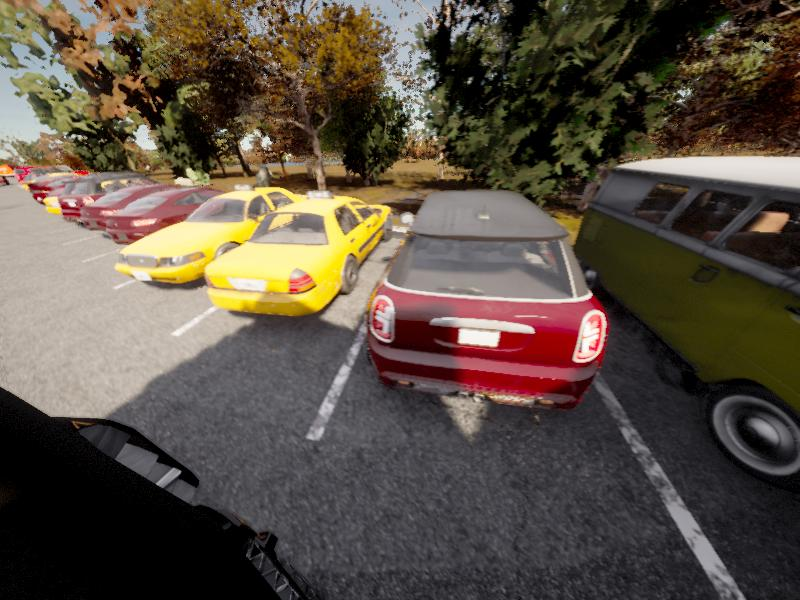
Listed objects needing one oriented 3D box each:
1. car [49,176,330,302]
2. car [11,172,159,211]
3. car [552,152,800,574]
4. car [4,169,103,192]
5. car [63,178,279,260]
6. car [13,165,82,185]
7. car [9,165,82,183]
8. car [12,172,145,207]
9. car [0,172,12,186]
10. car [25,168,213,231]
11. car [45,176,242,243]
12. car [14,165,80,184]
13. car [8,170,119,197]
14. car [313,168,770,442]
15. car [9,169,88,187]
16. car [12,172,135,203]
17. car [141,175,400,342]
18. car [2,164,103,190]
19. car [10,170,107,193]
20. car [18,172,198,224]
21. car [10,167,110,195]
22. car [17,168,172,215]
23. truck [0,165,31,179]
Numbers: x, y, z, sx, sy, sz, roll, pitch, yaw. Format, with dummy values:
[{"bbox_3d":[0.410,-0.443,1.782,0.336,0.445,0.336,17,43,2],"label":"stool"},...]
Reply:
[{"bbox_3d":[-4.095,-2.151,6.139,1.946,1.575,5.366,5,33,10],"label":"car"},{"bbox_3d":[-19.096,-6.955,14.514,2.097,1.535,5.008,6,34,12],"label":"car"},{"bbox_3d":[3.547,-0.135,2.127,1.878,1.987,4.442,4,33,10],"label":"car"},{"bbox_3d":[-36.263,-12.734,24.506,1.946,1.575,5.366,7,34,14],"label":"car"},{"bbox_3d":[-6.592,-2.977,7.654,2.002,1.452,4.674,5,33,11],"label":"car"},{"bbox_3d":[-48.364,-17.304,31.906,1.878,1.987,4.442,7,34,14],"label":"car"},{"bbox_3d":[-55.599,-20.017,36.498,2.435,2.045,5.566,7,34,14],"label":"car"},{"bbox_3d":[-21.564,-7.730,15.922,2.163,1.488,4.792,6,34,12],"label":"car"},{"bbox_3d":[-57.080,-17.079,32.567,3.988,1.617,1.851,20,40,30],"label":"car"},{"bbox_3d":[-11.633,-4.653,10.258,2.185,1.767,4.553,5,34,12],"label":"car"},{"bbox_3d":[-9.111,-3.748,9.005,2.002,1.452,4.674,5,33,11],"label":"car"},{"bbox_3d":[-50.788,-18.176,33.402,1.878,1.987,4.442,7,34,14],"label":"car"},{"bbox_3d":[-28.928,-10.264,20.242,2.097,1.535,5.008,6,34,14],"label":"car"},{"bbox_3d":[1.006,-0.833,3.553,2.185,1.767,4.553,4,33,10],"label":"car"},{"bbox_3d":[-45.957,-16.209,30.475,1.946,1.575,5.366,7,34,14],"label":"car"},{"bbox_3d":[-24.020,-8.590,17.404,2.163,1.488,4.792,6,34,13],"label":"car"},{"bbox_3d":[-1.492,-1.595,5.116,1.946,1.575,5.366,4,33,11],"label":"car"},{"bbox_3d":[-38.647,-13.922,26.032,2.435,2.045,5.566,7,34,14],"label":"car"},{"bbox_3d":[-33.796,-11.967,23.176,2.231,1.521,4.892,7,34,14],"label":"car"},{"bbox_3d":[-14.082,-5.456,11.878,1.946,1.575,5.366,5,34,12],"label":"car"},{"bbox_3d":[-31.374,-11.205,21.616,2.185,1.767,4.553,6,34,14],"label":"car"},{"bbox_3d":[-16.603,-6.273,13.074,2.185,1.767,4.553,6,34,12],"label":"car"},{"bbox_3d":[-90.200,-29.796,53.621,2.627,2.467,5.204,-26,38,-30],"label":"truck"}]
